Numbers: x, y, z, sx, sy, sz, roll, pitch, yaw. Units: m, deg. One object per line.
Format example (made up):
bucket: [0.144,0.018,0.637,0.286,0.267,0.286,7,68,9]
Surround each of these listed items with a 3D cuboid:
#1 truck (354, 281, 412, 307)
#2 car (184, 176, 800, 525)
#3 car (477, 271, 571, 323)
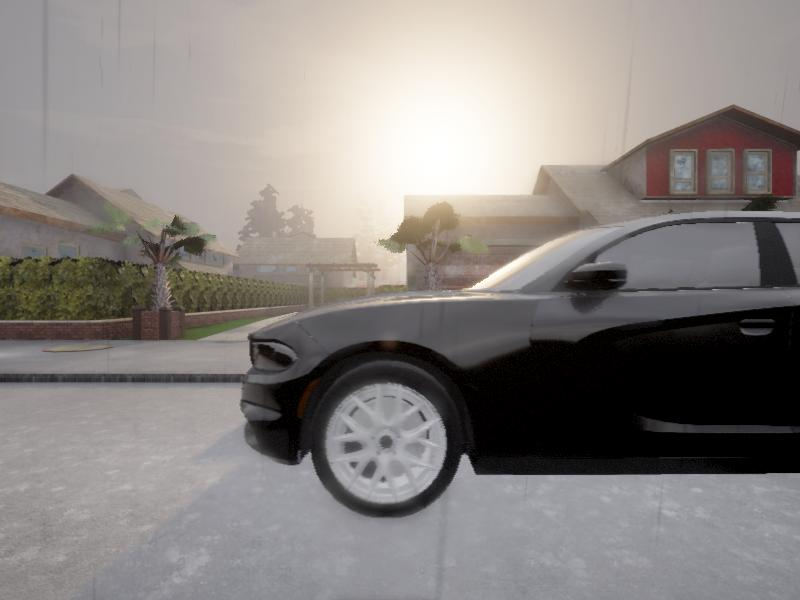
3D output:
truck: [-2.477,-0.921,60.272,8.468,3.827,2.891,0,0,0]
car: [1.556,0.223,2.698,5.008,1.535,1.882,0,0,0]
car: [3.891,-0.082,13.247,1.845,1.501,3.633,0,0,-3]
